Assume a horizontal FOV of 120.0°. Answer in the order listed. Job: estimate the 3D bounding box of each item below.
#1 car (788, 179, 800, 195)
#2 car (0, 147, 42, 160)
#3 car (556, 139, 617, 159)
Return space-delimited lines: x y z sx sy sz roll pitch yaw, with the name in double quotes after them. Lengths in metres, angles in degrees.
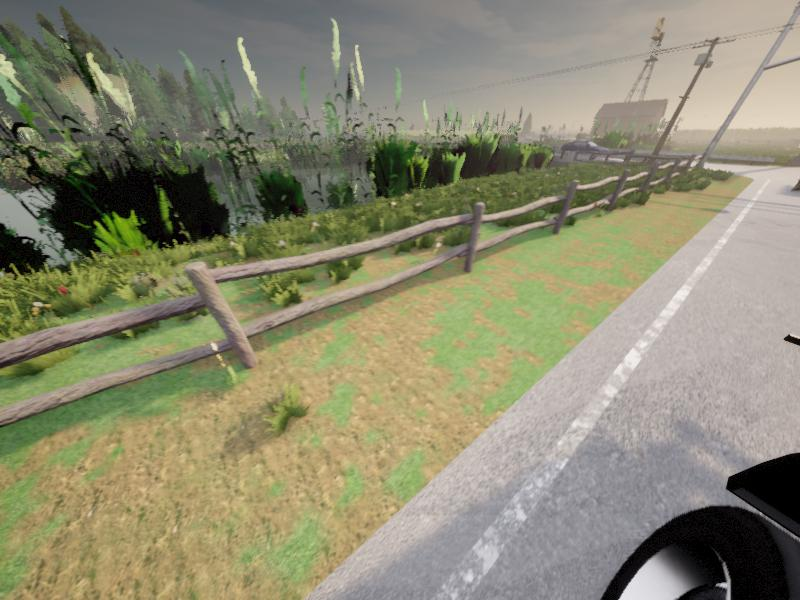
20.140 -5.634 10.484 4.181 1.385 1.994 -21 40 -27 "car"
-54.501 -20.577 32.427 4.181 1.385 1.994 -24 41 -29 "car"
19.980 -16.400 25.031 1.812 1.442 4.674 -20 43 -26 "car"
